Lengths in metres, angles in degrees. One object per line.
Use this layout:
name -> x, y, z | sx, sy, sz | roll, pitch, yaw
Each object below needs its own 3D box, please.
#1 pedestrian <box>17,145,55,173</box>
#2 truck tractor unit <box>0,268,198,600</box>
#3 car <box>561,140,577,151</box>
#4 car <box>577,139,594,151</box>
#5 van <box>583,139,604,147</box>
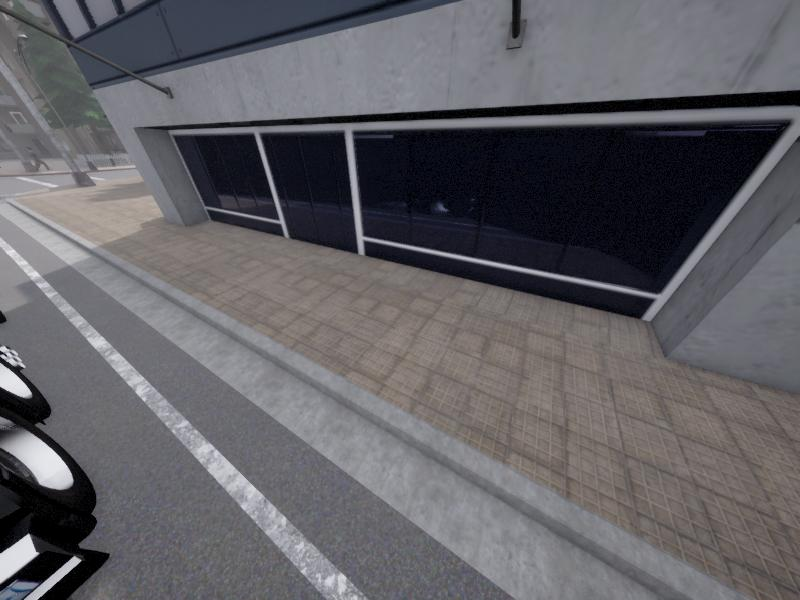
pedestrian -> -29.484, -11.452, 18.744 | 0.751, 1.860, 0.751 | 19, 39, 26
truck tractor unit -> -5.118, -0.294, 0.770 | 6.516, 4.208, 3.053 | 18, 39, 24
car -> 34.972, -32.119, 47.861 | 1.932, 1.855, 4.605 | 17, 38, 23
car -> 37.725, -31.565, 47.009 | 1.905, 1.878, 3.866 | 17, 38, 23
van -> 60.812, -49.475, 72.819 | 4.480, 2.038, 2.069 | 17, 38, 23
